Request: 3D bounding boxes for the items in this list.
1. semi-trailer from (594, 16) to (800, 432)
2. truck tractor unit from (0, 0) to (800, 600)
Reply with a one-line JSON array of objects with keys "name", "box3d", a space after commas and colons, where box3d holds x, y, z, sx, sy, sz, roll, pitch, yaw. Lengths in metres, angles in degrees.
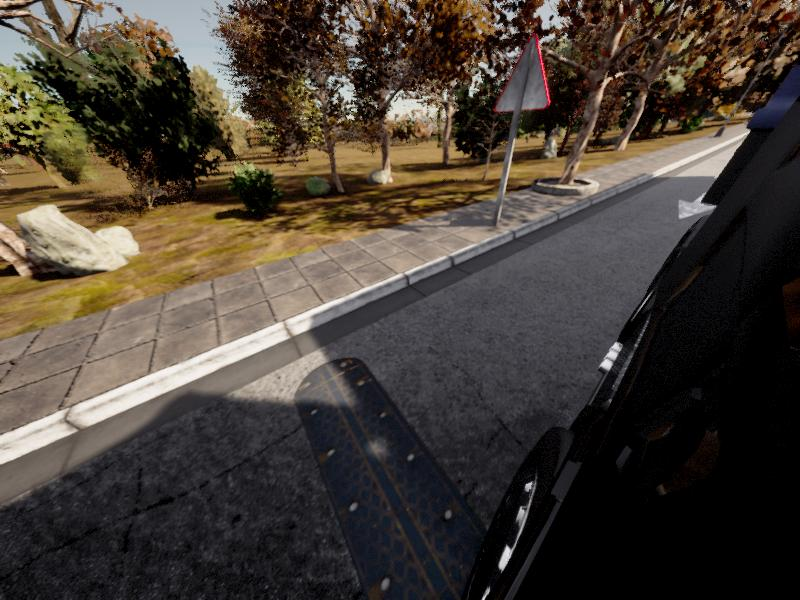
[{"name": "semi-trailer", "box3d": [8.906, -3.475, 3.982, 14.254, 4.402, 2.717, -26, 43, -27]}, {"name": "truck tractor unit", "box3d": [2.645, -0.295, 0.351, 6.516, 4.208, 3.053, -28, 44, -30]}]
